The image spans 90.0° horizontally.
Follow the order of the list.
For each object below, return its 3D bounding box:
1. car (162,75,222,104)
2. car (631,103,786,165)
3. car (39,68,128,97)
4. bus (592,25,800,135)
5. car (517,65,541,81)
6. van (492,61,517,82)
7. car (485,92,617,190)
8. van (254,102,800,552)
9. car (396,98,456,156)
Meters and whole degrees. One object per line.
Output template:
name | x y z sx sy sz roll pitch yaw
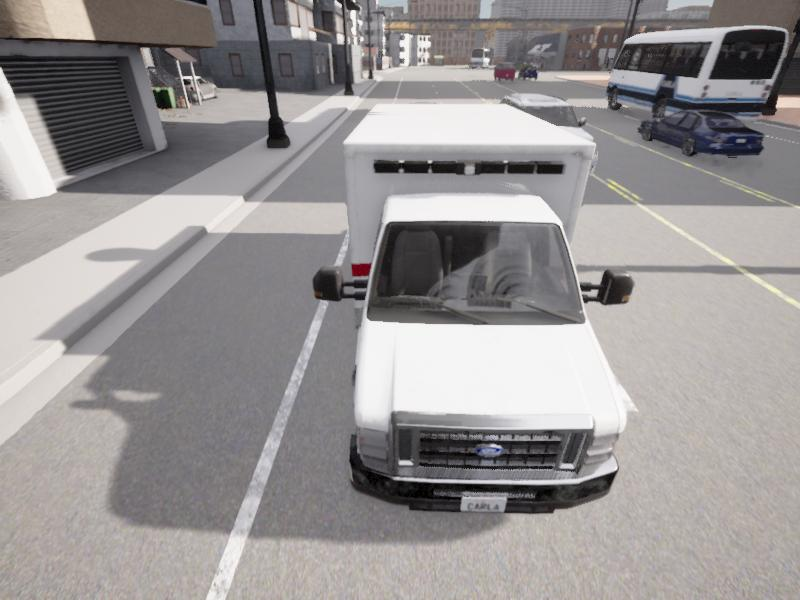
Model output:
car | -14.176 -14.585 27.590 1.970 1.475 3.806 1 32 1
car | 11.443 -6.582 15.511 2.033 1.411 5.357 1 32 1
car | -22.243 -15.566 28.497 2.152 1.636 5.027 1 31 1
bus | 15.036 -12.279 21.964 3.944 4.253 10.273 1 32 1
car | 15.975 -28.306 49.844 1.845 1.501 3.633 1 32 1
van | 12.415 -27.283 47.774 1.775 1.987 4.442 1 32 1
car | 4.374 -5.354 12.878 2.150 2.045 5.566 0 31 1
van | 0.633 -0.865 5.035 2.351 2.431 6.366 1 31 1
car | 0.969 -7.269 16.525 2.128 1.511 4.902 1 32 1
